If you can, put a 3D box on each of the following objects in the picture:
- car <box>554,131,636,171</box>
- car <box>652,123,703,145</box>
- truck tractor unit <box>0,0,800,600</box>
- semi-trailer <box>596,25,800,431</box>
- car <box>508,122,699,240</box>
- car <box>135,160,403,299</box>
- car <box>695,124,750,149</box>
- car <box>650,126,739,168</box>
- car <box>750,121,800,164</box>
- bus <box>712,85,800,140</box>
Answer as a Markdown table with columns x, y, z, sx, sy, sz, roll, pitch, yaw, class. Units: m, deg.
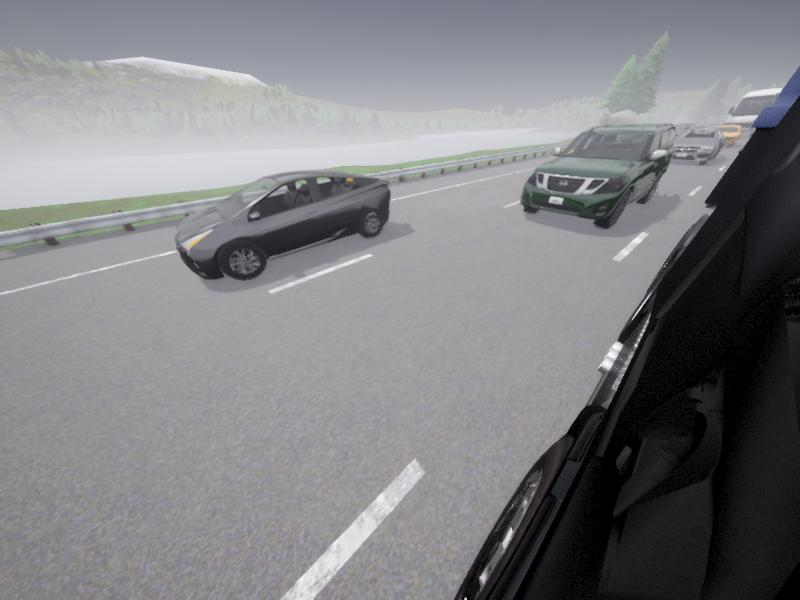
| x | y | z | sx | sy | sz | roll | pitch | yaw | class |
| --- | --- | --- | --- | --- | --- | --- | --- | --- | --- |
| 11.773 | -9.034 | 13.880 | 5.366 | 1.575 | 1.801 | -26 | 42 | -28 | car |
| 28.820 | -17.279 | 23.993 | 4.611 | 1.667 | 2.242 | -26 | 42 | -28 | car |
| 2.645 | -0.295 | 0.351 | 6.516 | 4.208 | 3.053 | -28 | 44 | -30 | truck tractor unit |
| 8.815 | -3.493 | 4.151 | 14.254 | 4.402 | 2.717 | -26 | 43 | -29 | semi-trailer |
| 5.915 | -3.770 | 6.694 | 5.566 | 2.045 | 2.150 | -27 | 43 | -29 | car |
| -2.318 | -1.985 | 5.191 | 4.514 | 1.525 | 2.007 | -28 | 44 | -31 | car |
| 27.785 | -14.110 | 19.870 | 5.008 | 1.535 | 1.882 | -26 | 42 | -28 | car |
| 17.511 | -9.199 | 13.736 | 5.027 | 1.651 | 2.152 | -26 | 42 | -28 | car |
| 22.207 | -8.914 | 12.937 | 4.553 | 1.767 | 2.097 | -26 | 42 | -28 | car |
| 41.153 | -21.507 | 26.832 | 10.273 | 4.253 | 3.944 | -28 | 42 | -30 | bus |
